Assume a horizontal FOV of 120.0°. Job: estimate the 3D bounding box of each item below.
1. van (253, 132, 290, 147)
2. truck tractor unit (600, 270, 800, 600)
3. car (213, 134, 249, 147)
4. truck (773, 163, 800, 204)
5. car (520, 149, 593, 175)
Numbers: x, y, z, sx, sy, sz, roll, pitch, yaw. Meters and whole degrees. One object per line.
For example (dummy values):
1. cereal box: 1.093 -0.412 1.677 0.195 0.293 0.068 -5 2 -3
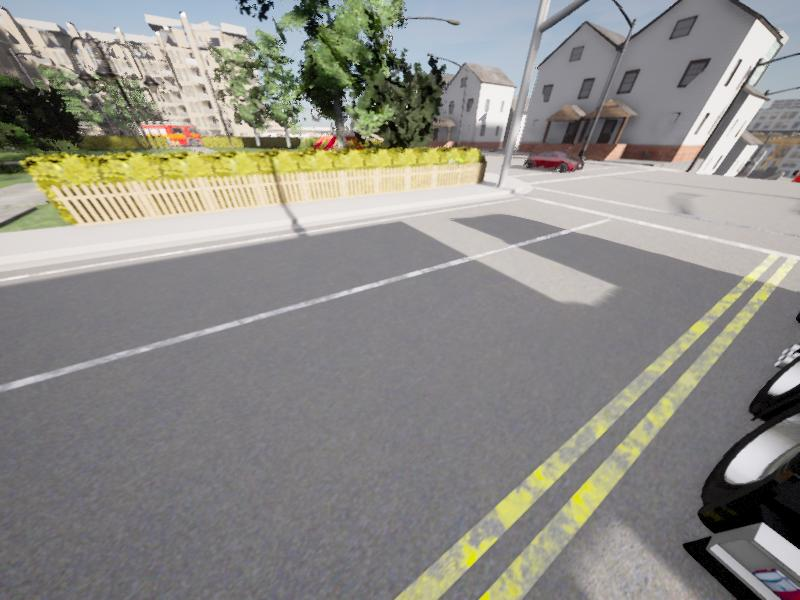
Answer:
1. van: -27.977 -35.046 50.452 6.366 2.431 2.351 -17 39 -23
2. truck tractor unit: 5.130 -0.281 0.758 6.516 4.208 3.053 -18 39 -24
3. car: -34.612 -32.842 47.595 5.566 2.045 2.150 -17 39 -23
4. truck: 36.550 -10.233 20.547 5.204 2.467 2.627 -6 33 -32
5. car: 12.310 -11.091 18.438 1.994 1.385 4.181 -21 41 -27
